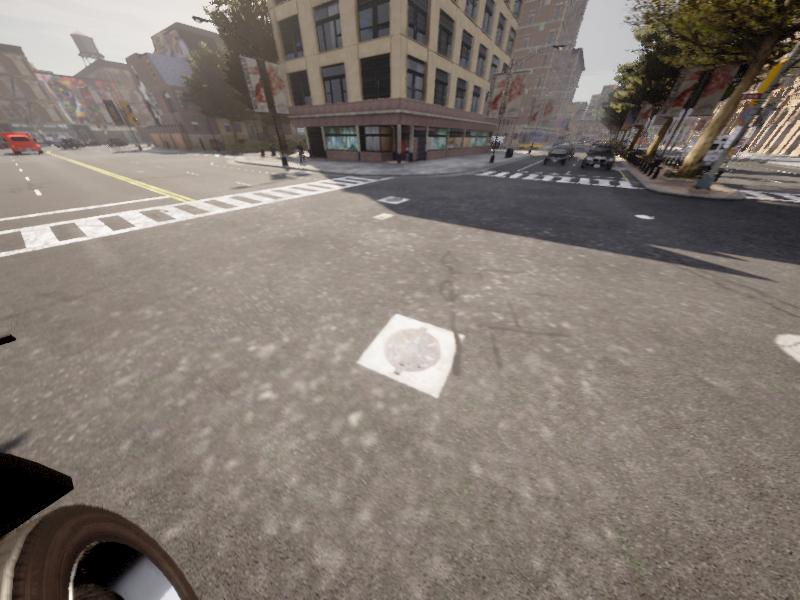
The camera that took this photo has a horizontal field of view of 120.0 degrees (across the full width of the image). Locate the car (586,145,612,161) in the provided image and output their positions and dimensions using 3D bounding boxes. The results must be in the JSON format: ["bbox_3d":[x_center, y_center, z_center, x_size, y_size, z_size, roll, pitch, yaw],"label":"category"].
[{"bbox_3d":[26.167,-19.493,30.460,2.128,1.511,4.902,22,41,28],"label":"car"}]

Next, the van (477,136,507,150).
[{"bbox_3d":[21.994,-37.584,55.165,5.915,2.561,1.988,21,40,26],"label":"van"}]

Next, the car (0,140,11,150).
[{"bbox_3d":[-71.429,-27.009,40.239,2.002,1.452,4.674,-22,41,-28],"label":"car"}]

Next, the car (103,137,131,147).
[{"bbox_3d":[-64.510,-36.074,52.785,1.932,1.855,4.605,-13,37,-18],"label":"car"}]

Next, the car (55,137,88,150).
[{"bbox_3d":[-62.512,-29.906,44.064,1.932,1.855,4.605,-21,40,-27],"label":"car"}]

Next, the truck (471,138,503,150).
[{"bbox_3d":[19.871,-35.751,52.928,6.274,2.098,2.390,21,40,27],"label":"truck"}]

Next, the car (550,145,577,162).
[{"bbox_3d":[20.220,-18.124,28.451,2.007,1.525,4.514,22,41,28],"label":"car"}]

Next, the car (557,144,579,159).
[{"bbox_3d":[23.925,-21.204,32.877,1.837,1.490,4.892,22,40,27],"label":"car"}]

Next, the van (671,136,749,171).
[{"bbox_3d":[28.889,-14.017,21.932,2.351,2.431,6.366,22,41,28],"label":"van"}]

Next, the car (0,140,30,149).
[{"bbox_3d":[-74.536,-29.738,44.207,1.895,1.301,4.718,-15,38,-21],"label":"car"}]

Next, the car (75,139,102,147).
[{"bbox_3d":[-72.521,-36.595,53.868,1.970,1.475,3.806,-11,37,-15],"label":"car"}]

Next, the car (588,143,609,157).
[{"bbox_3d":[29.949,-22.662,34.903,1.851,1.617,3.988,22,41,28],"label":"car"}]

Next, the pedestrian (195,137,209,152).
[{"bbox_3d":[-31.116,-24.440,36.323,0.751,1.860,0.751,7,36,9],"label":"pedestrian"}]

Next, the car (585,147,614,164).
[{"bbox_3d":[22.367,-16.294,26.015,1.994,1.385,4.181,22,41,27],"label":"car"}]

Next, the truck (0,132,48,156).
[{"bbox_3d":[-51.193,-21.214,31.337,5.204,2.467,2.627,22,41,28],"label":"truck"}]

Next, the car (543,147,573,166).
[{"bbox_3d":[16.468,-14.941,23.978,1.812,1.442,4.674,22,41,28],"label":"car"}]

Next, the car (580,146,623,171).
[{"bbox_3d":[18.244,-13.002,21.050,2.242,1.667,4.611,22,41,28],"label":"car"}]

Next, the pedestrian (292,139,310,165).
[{"bbox_3d":[-8.690,-12.981,20.297,0.751,1.860,0.751,26,43,32],"label":"pedestrian"}]

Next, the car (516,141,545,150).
[{"bbox_3d":[29.301,-34.702,51.978,5.366,1.575,1.801,10,36,13],"label":"car"}]
